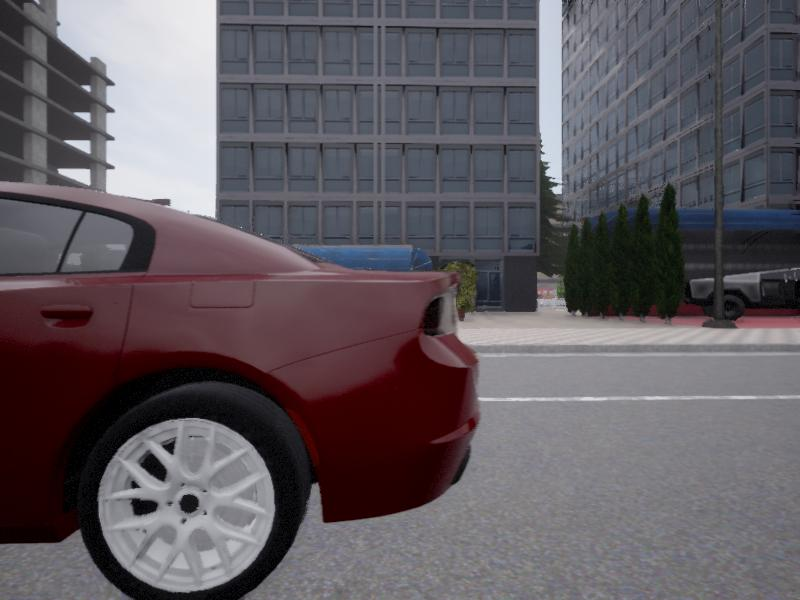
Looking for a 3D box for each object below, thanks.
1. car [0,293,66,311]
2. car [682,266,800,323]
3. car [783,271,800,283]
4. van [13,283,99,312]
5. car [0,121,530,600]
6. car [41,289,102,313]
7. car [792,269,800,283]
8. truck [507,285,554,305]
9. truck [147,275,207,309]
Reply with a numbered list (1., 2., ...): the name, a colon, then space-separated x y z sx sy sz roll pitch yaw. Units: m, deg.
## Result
1. car: -34.063 0.201 37.046 1.801 1.575 5.366 0 0 -1
2. car: 15.126 -0.195 15.814 6.274 2.098 2.390 0 0 29
3. car: 16.192 -0.937 16.217 0.945 0.468 0.156 0 0 29
4. van: -30.535 -0.224 35.921 2.351 2.431 6.366 0 0 -1
5. car: -2.120 0.223 2.132 5.008 1.535 1.882 0 0 -2
6. car: -26.956 0.045 33.019 1.905 1.878 3.866 0 0 -1
7. car: 16.317 -0.944 15.163 1.642 0.535 1.750 0 0 29
8. truck: 26.097 -0.973 80.091 8.468 3.827 2.891 0 0 -1
9. truck: -27.379 -0.924 49.647 2.891 3.827 8.468 0 0 -1
